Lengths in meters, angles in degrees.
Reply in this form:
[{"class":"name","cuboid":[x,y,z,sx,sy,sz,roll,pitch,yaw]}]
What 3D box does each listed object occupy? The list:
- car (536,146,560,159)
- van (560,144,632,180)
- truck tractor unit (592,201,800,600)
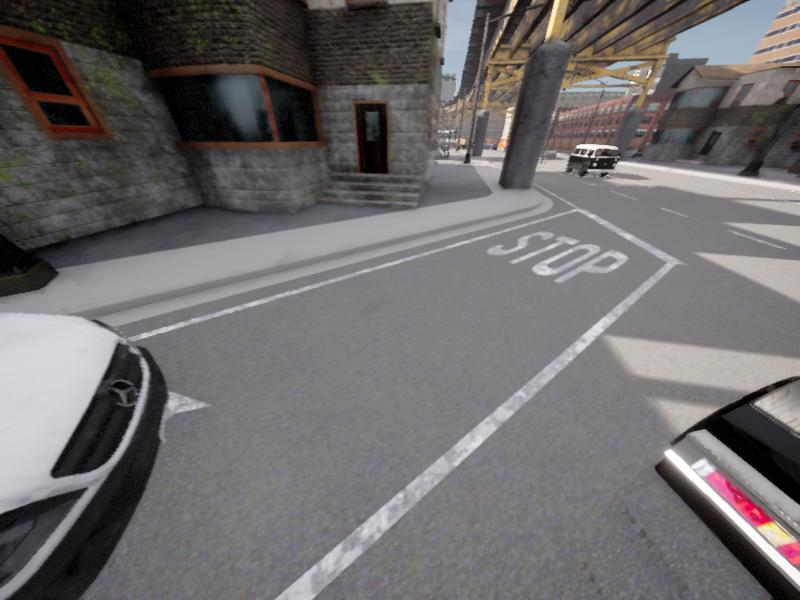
[{"class":"car","cuboid":[22.378,-22.459,35.097,1.845,1.501,3.633,7,36,9]},{"class":"van","cuboid":[14.796,-10.805,17.892,2.069,2.038,4.480,7,35,9]},{"class":"truck tractor unit","cuboid":[5.349,0.075,0.289,6.516,4.208,3.053,-5,34,-8]}]
